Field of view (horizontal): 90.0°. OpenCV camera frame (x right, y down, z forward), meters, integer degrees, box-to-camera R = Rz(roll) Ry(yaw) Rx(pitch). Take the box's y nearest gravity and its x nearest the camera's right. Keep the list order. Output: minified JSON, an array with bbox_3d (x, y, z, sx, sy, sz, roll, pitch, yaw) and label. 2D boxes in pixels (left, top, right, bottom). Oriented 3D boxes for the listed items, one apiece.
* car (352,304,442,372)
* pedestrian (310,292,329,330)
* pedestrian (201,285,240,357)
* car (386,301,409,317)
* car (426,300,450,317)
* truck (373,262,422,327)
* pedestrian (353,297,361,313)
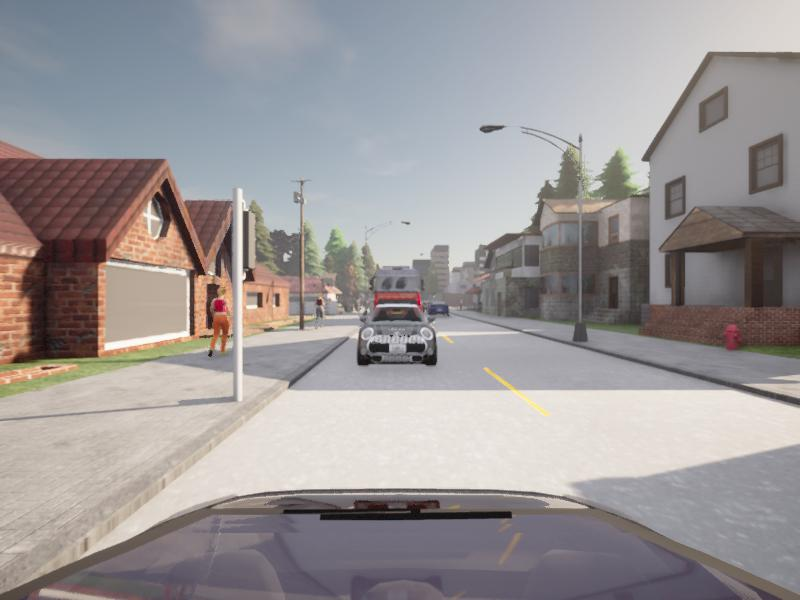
[{"bbox_3d":[-0.076,0.856,10.703,1.970,1.475,3.806,0,0,0],"label":"car"},{"bbox_3d":[-4.046,0.539,20.226,0.751,1.860,0.751,0,0,6],"label":"pedestrian"},{"bbox_3d":[-4.817,0.536,10.751,0.751,1.860,0.751,0,0,-5],"label":"pedestrian"},{"bbox_3d":[-0.253,0.848,40.691,2.128,1.511,4.902,0,0,0],"label":"car"},{"bbox_3d":[3.746,0.834,40.236,1.882,1.535,5.008,0,-1,0],"label":"car"},{"bbox_3d":[-0.180,-0.313,27.929,2.891,3.827,8.468,0,0,0],"label":"truck"},{"bbox_3d":[-4.923,0.546,45.930,0.751,1.860,0.751,0,0,3],"label":"pedestrian"}]
